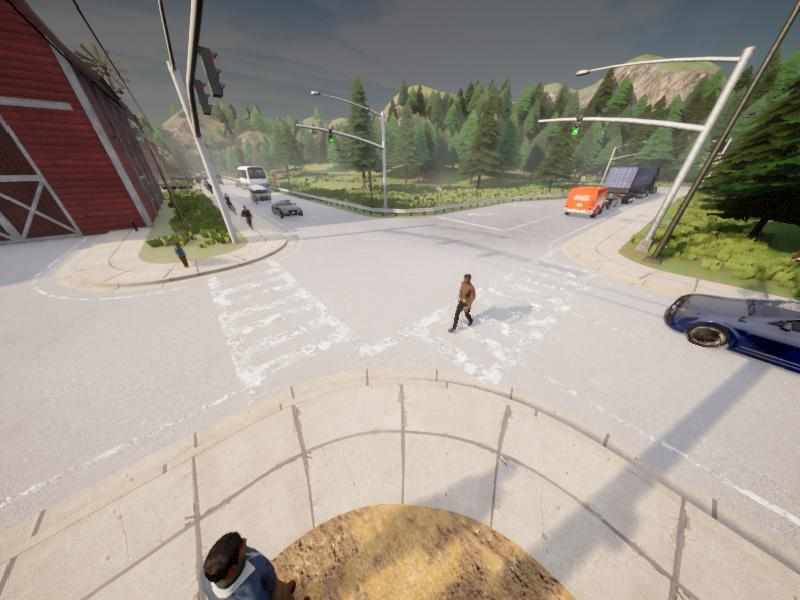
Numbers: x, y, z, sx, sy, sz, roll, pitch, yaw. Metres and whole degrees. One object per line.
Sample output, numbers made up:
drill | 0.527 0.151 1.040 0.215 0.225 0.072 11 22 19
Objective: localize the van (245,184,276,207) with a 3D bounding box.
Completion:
van | -17.829 -13.341 29.393 2.069 2.038 4.480 -22 38 -33

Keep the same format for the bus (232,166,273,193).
bus | -28.845 -23.616 45.001 3.944 4.253 10.273 -22 37 -33

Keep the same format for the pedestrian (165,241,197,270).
pedestrian | -9.681 -1.971 10.255 0.500 1.100 0.500 9 31 15

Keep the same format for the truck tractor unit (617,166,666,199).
truck tractor unit | 37.247 -18.221 35.642 6.516 4.208 3.053 -22 37 -33

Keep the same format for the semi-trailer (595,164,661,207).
semi-trailer | 31.131 -15.800 31.243 14.254 4.402 2.717 -22 37 -34

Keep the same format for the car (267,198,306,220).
car | -11.084 -8.948 22.479 1.994 1.385 4.181 -22 37 -33

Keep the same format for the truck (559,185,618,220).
truck | 18.192 -9.531 22.327 5.204 2.467 2.627 -23 37 -34

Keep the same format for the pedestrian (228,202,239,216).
pedestrian | -15.523 -8.477 21.578 0.500 1.100 0.500 -22 37 -33

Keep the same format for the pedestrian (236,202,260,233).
pedestrian | -10.474 -5.669 15.954 0.751 1.860 0.751 -23 37 -34

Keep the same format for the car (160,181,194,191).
car | -45.444 -23.247 47.133 4.792 1.488 2.163 -24 37 -35

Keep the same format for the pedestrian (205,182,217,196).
pedestrian | -30.037 -17.650 36.705 0.751 1.860 0.751 -24 38 -35

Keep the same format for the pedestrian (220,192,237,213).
pedestrian | -16.953 -9.671 22.886 0.751 1.860 0.751 -23 37 -34

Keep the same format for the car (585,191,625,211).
car | 23.814 -11.551 26.811 4.902 1.511 2.128 -22 37 -33

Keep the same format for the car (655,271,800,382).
car | 9.567 0.819 5.561 1.994 1.385 4.181 -22 37 -33

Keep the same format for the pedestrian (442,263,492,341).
pedestrian | 1.763 0.063 6.299 0.751 1.860 0.751 -21 36 -32
